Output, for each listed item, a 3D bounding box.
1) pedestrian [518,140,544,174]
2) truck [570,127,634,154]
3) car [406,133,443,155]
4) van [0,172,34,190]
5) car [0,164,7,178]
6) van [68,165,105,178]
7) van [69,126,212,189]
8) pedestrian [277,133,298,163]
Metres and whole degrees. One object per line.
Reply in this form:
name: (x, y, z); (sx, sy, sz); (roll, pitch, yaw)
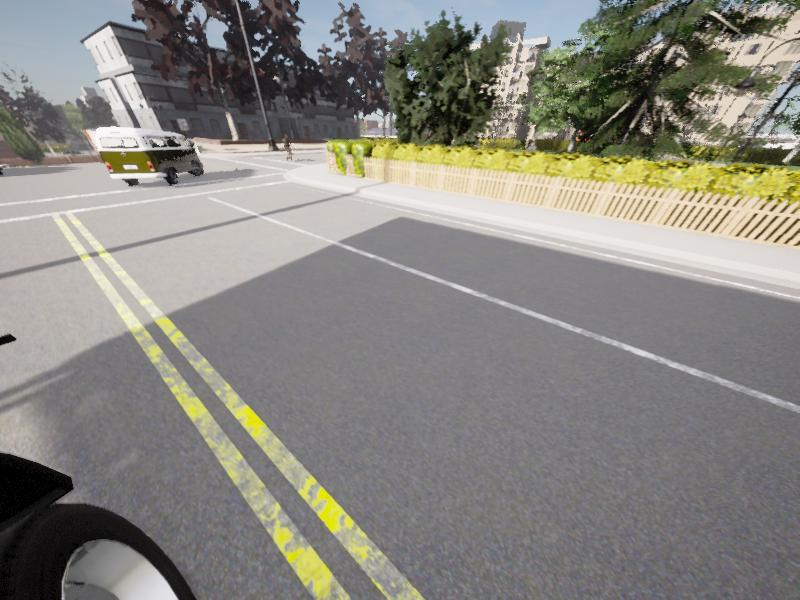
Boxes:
pedestrian: (8.648, -9.526, 15.376); (0.751, 1.860, 0.751); (3, 36, 1)
truck: (39.388, -31.456, 45.478); (8.468, 3.827, 2.891); (26, 42, 29)
car: (3.241, -20.432, 30.188); (2.150, 2.045, 5.566); (24, 42, 27)
van: (-71.447, -21.127, 41.094); (6.366, 2.431, 2.351); (-5, 37, -9)
car: (-21.141, -6.872, 10.819); (4.553, 1.767, 2.097); (23, 40, 28)
van: (-70.375, -28.951, 51.939); (1.775, 1.987, 4.442); (24, 42, 27)
van: (-11.202, -6.661, 10.688); (2.069, 2.038, 4.480); (-8, 36, -12)
pedestrian: (-8.468, -11.462, 17.470); (0.751, 1.860, 0.751); (14, 38, 15)
